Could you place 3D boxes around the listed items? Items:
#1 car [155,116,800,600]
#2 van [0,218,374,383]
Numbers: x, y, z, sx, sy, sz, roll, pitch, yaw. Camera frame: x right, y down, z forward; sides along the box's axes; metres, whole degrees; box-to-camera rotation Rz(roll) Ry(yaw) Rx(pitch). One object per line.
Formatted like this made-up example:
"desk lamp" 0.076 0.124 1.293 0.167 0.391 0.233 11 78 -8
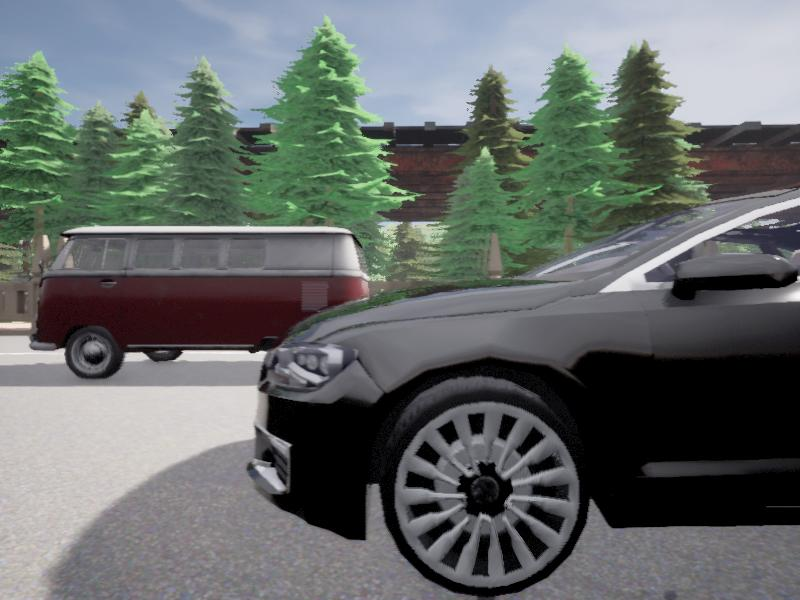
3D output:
"car" 1.757 0.234 2.198 4.902 1.511 2.128 0 0 0
"van" -2.657 0.003 5.699 4.442 1.987 1.775 0 0 0
